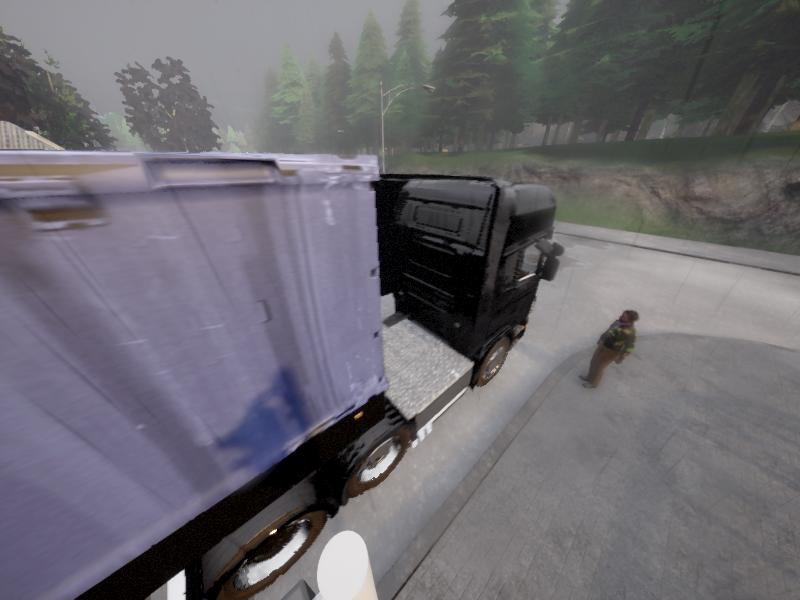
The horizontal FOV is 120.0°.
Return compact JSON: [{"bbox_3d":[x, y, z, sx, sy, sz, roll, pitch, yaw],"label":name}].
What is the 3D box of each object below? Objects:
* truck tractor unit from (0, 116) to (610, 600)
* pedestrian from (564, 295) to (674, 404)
[{"bbox_3d":[-0.282,0.129,3.760,6.516,4.208,3.053,-23,37,-34],"label":"truck tractor unit"},{"bbox_3d":[3.970,0.957,4.415,0.751,1.860,0.751,11,32,18],"label":"pedestrian"}]
